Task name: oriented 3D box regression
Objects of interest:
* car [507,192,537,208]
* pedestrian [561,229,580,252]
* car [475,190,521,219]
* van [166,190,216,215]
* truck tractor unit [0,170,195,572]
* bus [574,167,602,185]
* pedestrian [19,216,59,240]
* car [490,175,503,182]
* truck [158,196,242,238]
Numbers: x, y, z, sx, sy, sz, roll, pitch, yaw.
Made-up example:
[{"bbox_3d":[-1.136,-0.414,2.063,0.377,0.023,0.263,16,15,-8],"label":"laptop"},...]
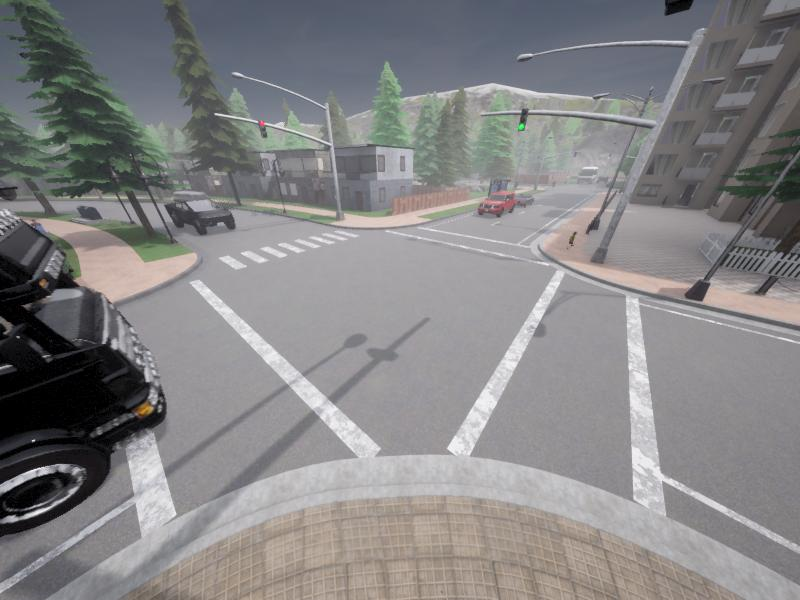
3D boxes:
[{"bbox_3d":[15.349,-12.575,28.979,1.994,1.385,4.181,24,38,35],"label":"car"},{"bbox_3d":[9.480,-3.305,12.837,0.500,1.100,0.500,20,36,31],"label":"pedestrian"},{"bbox_3d":[10.071,-9.866,23.608,2.150,2.045,5.566,24,38,35],"label":"car"},{"bbox_3d":[-22.335,-10.502,24.731,4.442,1.987,1.775,14,32,22],"label":"van"},{"bbox_3d":[-6.905,1.496,1.749,3.053,4.208,6.516,24,38,35],"label":"truck tractor unit"},{"bbox_3d":[53.958,-35.694,66.140,3.944,4.253,10.273,24,38,35],"label":"bus"},{"bbox_3d":[-23.256,-4.637,14.907,0.751,1.300,0.751,9,31,16],"label":"pedestrian"},{"bbox_3d":[29.590,-37.325,71.038,1.932,1.855,4.605,23,37,34],"label":"car"},{"bbox_3d":[-15.490,-6.599,17.860,6.274,2.098,2.390,18,34,28],"label":"truck"}]
